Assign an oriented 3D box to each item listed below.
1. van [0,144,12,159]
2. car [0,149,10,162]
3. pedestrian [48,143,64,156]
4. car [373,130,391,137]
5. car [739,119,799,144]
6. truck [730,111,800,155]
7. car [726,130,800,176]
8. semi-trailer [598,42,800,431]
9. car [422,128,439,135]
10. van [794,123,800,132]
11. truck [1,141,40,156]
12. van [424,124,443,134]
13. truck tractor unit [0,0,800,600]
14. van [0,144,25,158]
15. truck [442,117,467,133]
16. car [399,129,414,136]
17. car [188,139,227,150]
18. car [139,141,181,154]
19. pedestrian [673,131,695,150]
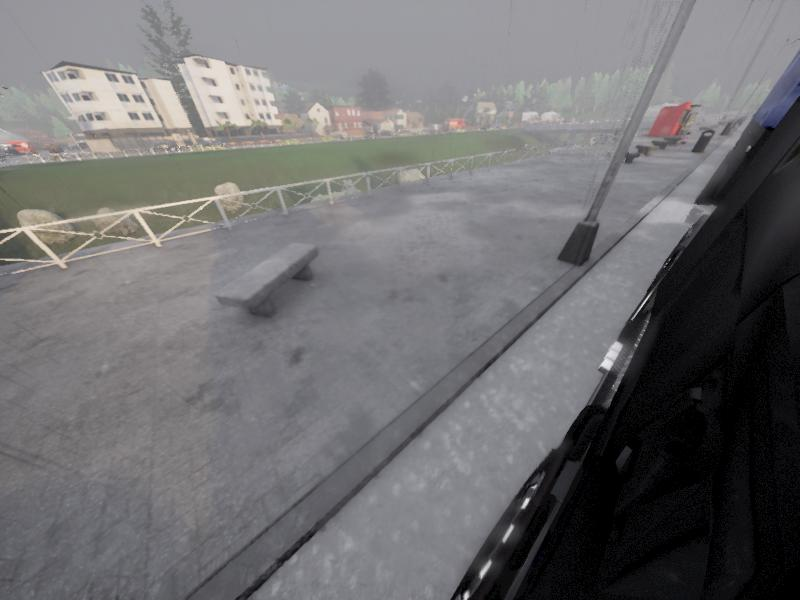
[{"bbox_3d":[-73.876,-26.575,41.292,2.351,2.431,6.366,-28,44,-30],"label":"van"},{"bbox_3d":[-61.953,-21.762,34.913,1.789,1.549,3.705,-28,44,-30],"label":"car"},{"bbox_3d":[-61.124,-26.752,41.036,0.751,1.860,0.751,24,44,31],"label":"pedestrian"},{"bbox_3d":[-4.948,-46.615,64.718,4.892,1.490,1.837,-28,44,-30],"label":"car"},{"bbox_3d":[31.912,-14.718,20.105,4.902,1.511,2.128,-28,44,-30],"label":"car"},{"bbox_3d":[24.723,-11.137,15.272,6.274,2.098,2.390,-28,44,-30],"label":"truck"},{"bbox_3d":[17.481,-6.994,10.783,4.181,1.385,1.994,-28,44,-29],"label":"car"},{"bbox_3d":[8.685,-3.607,4.250,14.254,4.402,2.717,-28,44,-30],"label":"semi-trailer"},{"bbox_3d":[9.275,-51.024,69.777,4.792,1.488,2.163,-28,44,-30],"label":"car"},{"bbox_3d":[50.272,-21.772,27.565,5.915,2.561,1.988,-28,44,-30],"label":"van"},{"bbox_3d":[-84.313,-33.785,51.468,2.627,2.467,5.204,-28,44,-30],"label":"truck"},{"bbox_3d":[10.854,-55.389,74.695,6.366,2.431,2.351,-28,44,-30],"label":"van"},{"bbox_3d":[2.645,-0.295,0.352,6.516,4.208,3.053,-28,44,-30],"label":"truck tractor unit"},{"bbox_3d":[-79.145,-30.052,46.564,2.069,2.038,4.480,-28,44,-30],"label":"van"},{"bbox_3d":[17.618,-56.412,74.500,8.468,3.827,2.891,-28,44,-30],"label":"truck"},{"bbox_3d":[1.849,-47.085,64.961,4.193,1.474,1.816,-28,44,-30],"label":"car"},{"bbox_3d":[-36.715,-29.701,44.152,5.357,1.411,2.033,-28,44,-30],"label":"car"},{"bbox_3d":[-42.013,-26.836,40.565,4.892,1.490,1.837,-27,43,-29],"label":"car"},{"bbox_3d":[20.126,-11.295,16.365,0.500,1.100,0.500,-29,45,-31],"label":"pedestrian"}]
